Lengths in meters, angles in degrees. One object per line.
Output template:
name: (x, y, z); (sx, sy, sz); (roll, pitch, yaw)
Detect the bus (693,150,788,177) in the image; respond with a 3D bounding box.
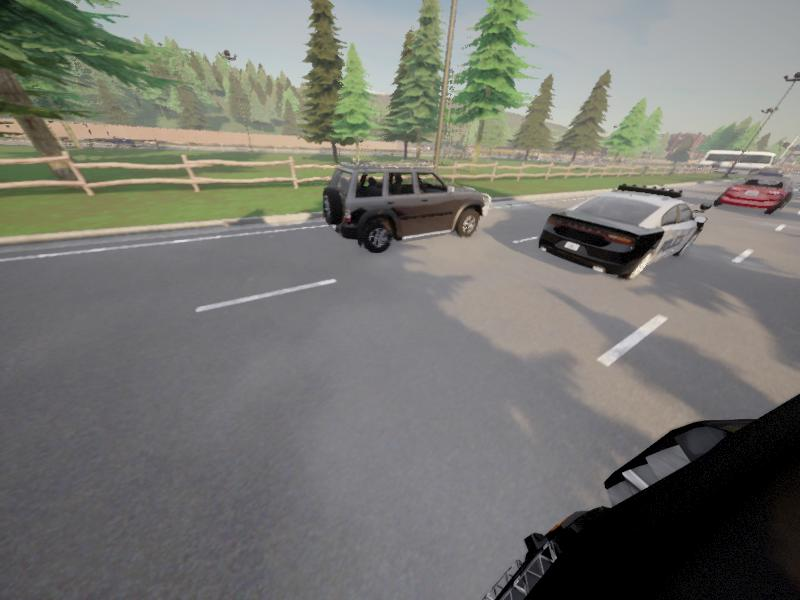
bus: (72.518, -29.493, 49.777); (3.944, 4.253, 10.273); (-16, 38, -26)

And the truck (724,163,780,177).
truck: (76.455, -28.356, 50.326); (2.390, 2.098, 6.274); (-16, 38, -26)

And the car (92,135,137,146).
car: (-51.769, -28.985, 42.019); (4.718, 1.301, 1.895); (-16, 38, -26)

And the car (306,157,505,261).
car: (0.230, -2.678, 6.244); (4.605, 1.855, 1.932); (-16, 38, -26)

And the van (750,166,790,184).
van: (50.987, -17.232, 31.833); (4.442, 1.987, 1.775); (-16, 38, -26)

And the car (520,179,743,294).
car: (5.767, -1.916, 5.748); (5.238, 1.638, 1.930); (-16, 38, -26)

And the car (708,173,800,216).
car: (20.517, -6.145, 13.187); (4.611, 1.667, 2.242); (-16, 38, -26)
